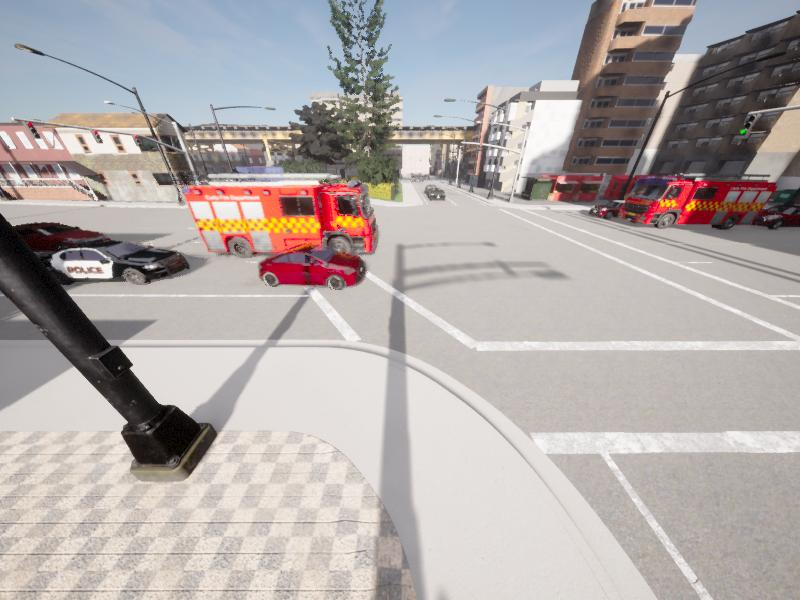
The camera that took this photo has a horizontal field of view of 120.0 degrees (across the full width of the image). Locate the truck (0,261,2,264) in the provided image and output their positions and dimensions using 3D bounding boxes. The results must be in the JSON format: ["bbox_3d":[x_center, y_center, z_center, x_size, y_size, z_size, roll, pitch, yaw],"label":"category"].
[{"bbox_3d":[-23.595,-2.738,9.013,8.468,3.827,2.891,1,30,-1],"label":"truck"}]

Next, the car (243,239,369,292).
[{"bbox_3d":[-3.586,-1.497,9.536,4.181,1.385,1.994,3,30,4],"label":"car"}]

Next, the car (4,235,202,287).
[{"bbox_3d":[-11.878,-1.695,9.657,4.974,1.542,2.038,0,30,0],"label":"car"}]

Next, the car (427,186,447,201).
[{"bbox_3d":[5.324,-15.635,33.769,2.152,1.651,5.027,0,30,1],"label":"car"}]

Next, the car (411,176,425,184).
[{"bbox_3d":[5.139,-34.756,66.886,2.152,1.651,5.027,-11,32,-18],"label":"car"}]

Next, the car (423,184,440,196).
[{"bbox_3d":[5.369,-19.041,39.809,2.163,1.488,4.792,0,30,0],"label":"car"}]

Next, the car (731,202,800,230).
[{"bbox_3d":[31.272,-6.902,18.910,4.553,1.767,2.097,1,30,-1],"label":"car"}]

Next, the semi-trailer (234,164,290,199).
[{"bbox_3d":[-22.897,-19.633,37.892,14.254,4.402,2.717,26,39,38],"label":"semi-trailer"}]

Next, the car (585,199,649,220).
[{"bbox_3d":[20.444,-8.612,21.937,3.806,1.475,1.970,0,30,0],"label":"car"}]

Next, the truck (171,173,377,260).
[{"bbox_3d":[-5.630,-4.425,12.144,8.468,3.827,2.891,0,30,0],"label":"truck"}]

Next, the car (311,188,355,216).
[{"bbox_3d":[-7.155,-10.423,24.296,2.150,2.045,5.566,-21,36,-32],"label":"car"}]

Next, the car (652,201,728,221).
[{"bbox_3d":[27.438,-8.486,21.979,4.181,1.385,1.994,1,30,0],"label":"car"}]

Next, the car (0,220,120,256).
[{"bbox_3d":[-19.127,-3.436,12.681,4.674,1.442,1.812,0,30,0],"label":"car"}]

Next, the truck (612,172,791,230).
[{"bbox_3d":[23.136,-7.864,18.354,8.468,3.827,2.891,0,30,-1],"label":"truck"}]

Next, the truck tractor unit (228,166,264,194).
[{"bbox_3d":[-28.527,-22.328,42.765,6.516,4.208,3.053,26,39,38],"label":"truck tractor unit"}]
